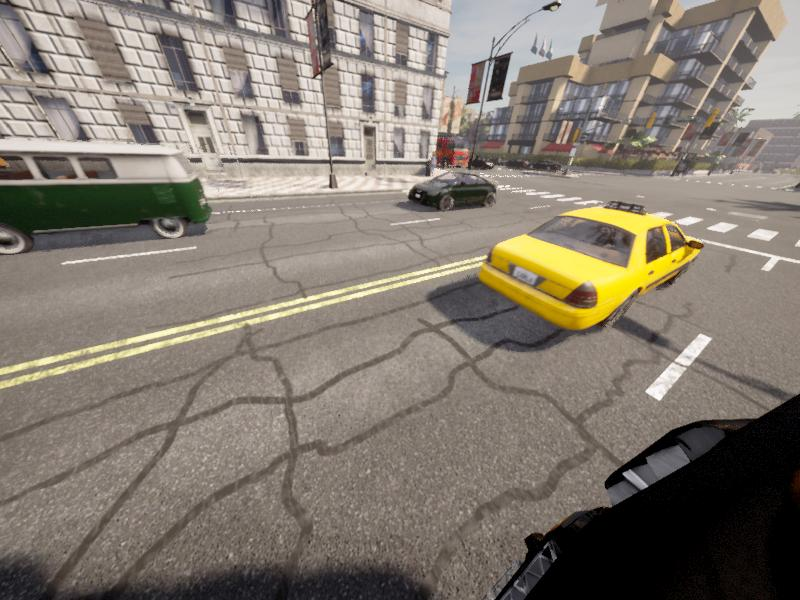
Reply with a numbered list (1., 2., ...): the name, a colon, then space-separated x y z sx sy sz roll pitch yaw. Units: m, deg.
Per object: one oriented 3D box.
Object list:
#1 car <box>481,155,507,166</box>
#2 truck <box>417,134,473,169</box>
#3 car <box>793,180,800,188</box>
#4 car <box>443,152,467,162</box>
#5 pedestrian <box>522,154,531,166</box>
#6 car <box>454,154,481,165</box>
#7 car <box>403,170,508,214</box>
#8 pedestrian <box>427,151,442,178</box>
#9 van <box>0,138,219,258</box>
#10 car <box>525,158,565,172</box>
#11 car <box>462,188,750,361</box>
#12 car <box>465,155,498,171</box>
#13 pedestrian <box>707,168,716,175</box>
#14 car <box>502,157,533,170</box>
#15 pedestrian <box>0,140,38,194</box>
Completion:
1. car: 17.522 -26.036 43.092 1.851 1.617 3.988 -16 38 -26
2. truck: 6.166 -21.725 33.732 2.891 3.827 8.468 -16 38 -26
3. car: 51.738 -14.739 28.606 4.611 1.667 2.242 -16 38 -26
4. car: 12.025 -31.335 50.651 2.152 1.651 5.027 -16 38 -26
5. pedestrian: 24.388 -27.081 44.640 0.751 1.860 0.751 -5 34 -12
6. car: 12.782 -26.795 43.949 2.007 1.525 4.514 -16 38 -26
7. car: 2.479 -4.998 10.439 4.181 1.385 1.994 -16 38 -26
8. pedestrian: 2.805 -11.099 18.898 0.751 1.860 0.751 -18 39 -28
9. van: -7.248 -2.416 5.248 4.442 1.987 1.775 -16 38 -26
10. car: 22.546 -21.111 36.151 1.837 1.490 4.892 -16 38 -26
11. car: 3.922 -0.994 4.317 5.366 1.575 1.801 -16 38 -26
12. car: 11.442 -19.477 32.738 1.851 1.617 3.988 -16 38 -26
13. pedestrian: 62.106 -25.667 46.069 0.500 1.100 0.500 -14 37 -24
14. car: 18.374 -21.384 36.195 1.789 1.549 3.705 -16 38 -26
15. pedestrian: -14.190 -4.776 8.070 0.751 1.860 0.751 -20 40 -30
